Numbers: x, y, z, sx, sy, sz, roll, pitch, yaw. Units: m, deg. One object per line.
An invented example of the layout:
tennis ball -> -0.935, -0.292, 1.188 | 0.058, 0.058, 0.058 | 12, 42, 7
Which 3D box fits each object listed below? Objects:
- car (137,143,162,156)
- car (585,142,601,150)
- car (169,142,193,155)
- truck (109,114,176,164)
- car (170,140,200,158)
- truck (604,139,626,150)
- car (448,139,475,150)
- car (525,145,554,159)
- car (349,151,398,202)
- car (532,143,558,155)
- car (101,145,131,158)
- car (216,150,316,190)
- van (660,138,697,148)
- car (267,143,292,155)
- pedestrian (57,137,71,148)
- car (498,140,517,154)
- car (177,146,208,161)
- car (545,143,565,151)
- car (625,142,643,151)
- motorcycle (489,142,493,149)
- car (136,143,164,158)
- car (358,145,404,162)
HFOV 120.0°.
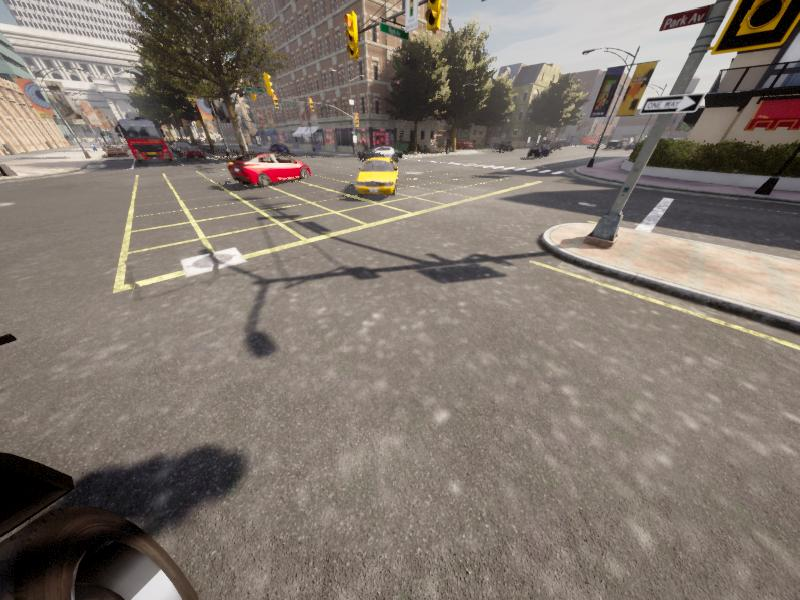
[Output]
car -> -36.886, -22.195, 33.990 | 1.994, 1.385, 4.181 | -28, 44, -34
car -> 47.119, -37.517, 56.344 | 3.806, 1.475, 1.970 | -28, 44, -34
car -> -32.921, -22.725, 34.677 | 1.970, 1.475, 3.806 | -27, 44, -33
truck -> -27.249, -17.094, 24.681 | 2.891, 3.827, 8.468 | -28, 44, -34
car -> -28.926, -20.319, 31.013 | 2.097, 1.767, 4.553 | -28, 44, -34
truck -> 52.388, -37.846, 56.231 | 6.274, 2.098, 2.390 | -28, 44, -34
car -> 13.995, -35.514, 52.687 | 2.150, 2.045, 5.566 | -26, 43, -33
car -> 18.631, -19.803, 30.854 | 3.633, 1.501, 1.845 | -28, 44, -34
car -> -1.064, -6.371, 11.588 | 1.801, 1.575, 5.366 | 1, 35, 0
car -> 24.644, -25.703, 39.307 | 4.892, 1.490, 1.837 | -28, 44, -33
car -> -36.836, -19.373, 30.036 | 1.895, 1.301, 4.718 | -28, 44, -34
car -> -7.429, -7.691, 13.464 | 2.007, 1.525, 4.514 | 17, 38, 22
van -> 83.820, -47.320, 69.626 | 6.366, 2.431, 2.351 | 12, 37, 16
car -> -18.793, -23.551, 35.982 | 1.812, 1.442, 4.674 | -28, 44, -34
pedestrian -> -67.626, -31.716, 46.558 | 0.751, 1.860, 0.751 | -29, 44, -34
car -> 19.243, -27.571, 41.578 | 1.905, 1.878, 3.866 | 4, 36, 5
car -> -24.264, -17.156, 26.987 | 1.895, 1.301, 4.718 | -28, 44, -34
car -> 33.439, -33.063, 49.870 | 4.674, 1.442, 1.812 | -28, 44, -34
car -> 55.819, -36.729, 55.066 | 4.856, 1.649, 2.033 | -28, 44, -34
motorcycle -> 22.553, -38.273, 57.107 | 0.764, 1.277, 2.356 | 2, 34, 20
car -> -32.422, -19.416, 29.981 | 1.970, 1.475, 3.806 | -28, 44, -34
car -> -2.226, -16.761, 26.381 | 4.974, 1.542, 2.038 | -5, 35, -7
